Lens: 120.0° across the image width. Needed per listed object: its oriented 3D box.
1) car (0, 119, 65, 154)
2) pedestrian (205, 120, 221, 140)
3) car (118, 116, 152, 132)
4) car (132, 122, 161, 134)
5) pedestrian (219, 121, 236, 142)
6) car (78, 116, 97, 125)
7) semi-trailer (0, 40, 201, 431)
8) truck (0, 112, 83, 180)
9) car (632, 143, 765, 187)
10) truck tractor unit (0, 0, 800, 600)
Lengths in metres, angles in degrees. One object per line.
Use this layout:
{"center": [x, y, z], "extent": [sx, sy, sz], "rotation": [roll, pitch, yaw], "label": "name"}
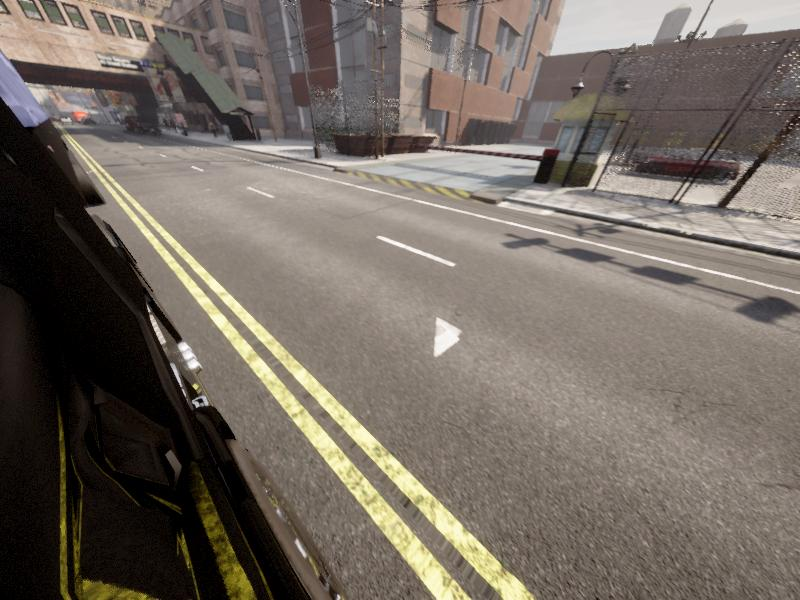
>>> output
{"center": [-25.048, -11.141, 15.675], "extent": [5.238, 1.638, 1.930], "rotation": [28, 44, 30], "label": "car"}
{"center": [-22.280, -20.297, 27.554], "extent": [0.751, 1.860, 0.751], "rotation": [32, 46, 33], "label": "pedestrian"}
{"center": [-44.604, -29.677, 38.915], "extent": [5.566, 2.045, 2.435], "rotation": [28, 44, 30], "label": "car"}
{"center": [-38.925, -26.395, 35.478], "extent": [4.718, 1.301, 1.895], "rotation": [28, 44, 30], "label": "car"}
{"center": [-18.762, -18.339, 25.147], "extent": [0.751, 1.860, 0.751], "rotation": [28, 44, 30], "label": "pedestrian"}
{"center": [-76.607, -44.099, 56.666], "extent": [4.974, 1.542, 2.038], "rotation": [28, 44, 30], "label": "car"}
{"center": [-8.681, -3.606, 4.259], "extent": [14.254, 4.402, 2.717], "rotation": [28, 44, 30], "label": "semi-trailer"}
{"center": [-17.151, -7.131, 10.404], "extent": [6.274, 2.098, 2.390], "rotation": [28, 44, 30], "label": "truck"}
{"center": [17.809, -8.487, 14.309], "extent": [4.553, 1.767, 2.185], "rotation": [28, 44, 30], "label": "car"}
{"center": [-2.645, -0.295, 0.351], "extent": [6.516, 4.208, 3.053], "rotation": [28, 44, 30], "label": "truck tractor unit"}
